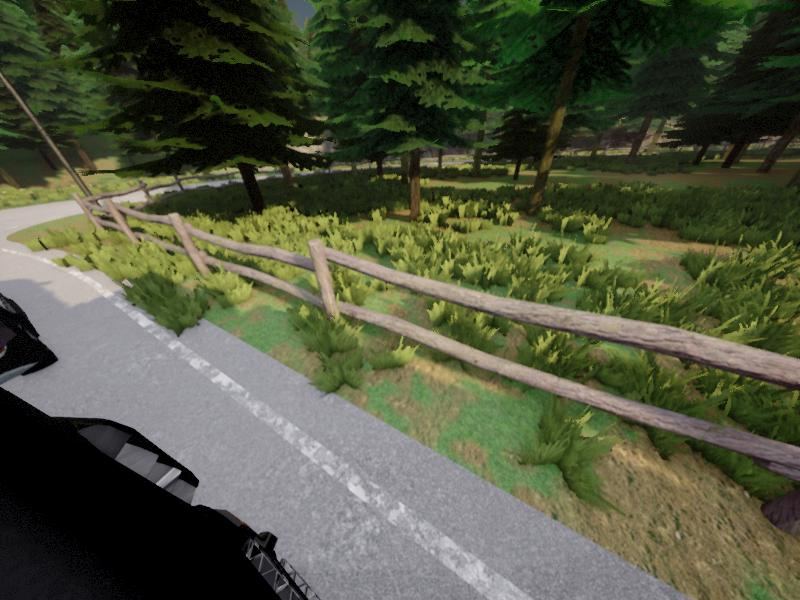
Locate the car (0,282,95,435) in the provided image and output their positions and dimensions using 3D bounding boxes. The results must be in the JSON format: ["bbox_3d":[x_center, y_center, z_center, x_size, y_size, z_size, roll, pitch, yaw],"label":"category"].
[{"bbox_3d":[-6.248,0.257,2.519,4.856,1.649,2.033,15,37,24],"label":"car"}]
